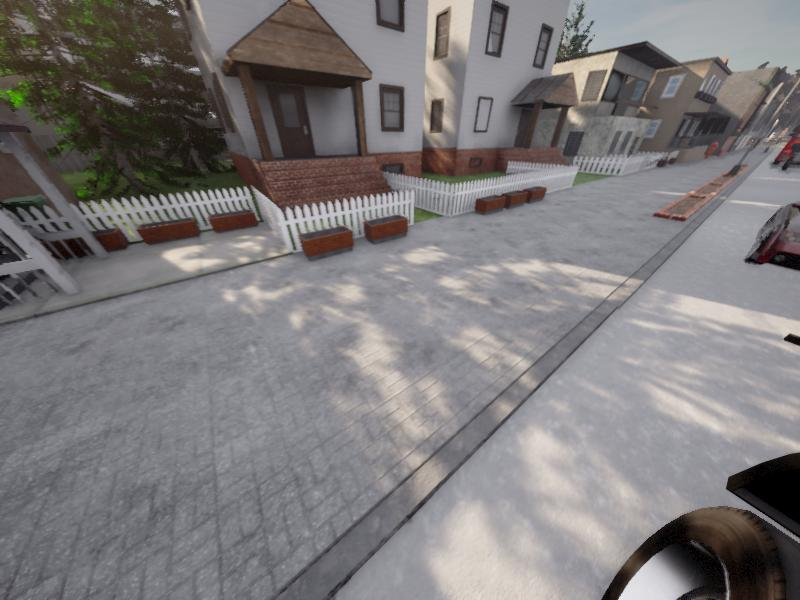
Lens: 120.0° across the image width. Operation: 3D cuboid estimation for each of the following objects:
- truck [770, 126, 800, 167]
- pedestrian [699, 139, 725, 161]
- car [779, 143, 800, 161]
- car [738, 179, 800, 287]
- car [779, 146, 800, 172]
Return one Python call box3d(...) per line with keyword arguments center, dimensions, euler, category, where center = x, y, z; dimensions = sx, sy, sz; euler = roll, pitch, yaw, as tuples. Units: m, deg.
box3d(center=(37.873, -14.566, 20.971), dimensions=(8.468, 3.827, 2.891), euler=(-23, 41, -29), category="truck")
box3d(center=(32.144, -15.512, 23.832), dimensions=(0.751, 1.860, 0.751), euler=(-23, 41, -29), category="pedestrian")
box3d(center=(44.756, -16.519, 25.722), dimensions=(4.792, 1.488, 2.163), euler=(-23, 41, -29), category="car")
box3d(center=(9.124, -1.385, 4.618), dimensions=(4.181, 1.385, 1.994), euler=(-23, 41, -29), category="car")
box3d(center=(31.198, -10.800, 17.648), dimensions=(3.705, 1.549, 1.789), euler=(-23, 41, -29), category="car")
